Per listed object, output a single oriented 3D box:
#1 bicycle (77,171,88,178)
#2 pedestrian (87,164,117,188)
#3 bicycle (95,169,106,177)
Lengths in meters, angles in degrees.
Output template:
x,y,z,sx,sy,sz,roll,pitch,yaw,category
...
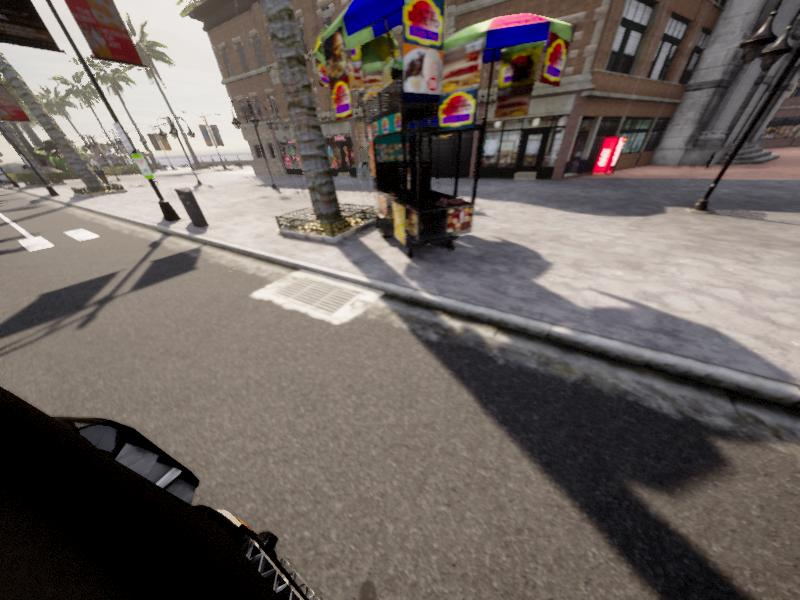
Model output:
x,y,z,sx,sy,sz,roll,pitch,yaw,category
-50.347,-19.928,36.625,1.643,1.024,0.373,15,38,25,bicycle
-26.943,-11.225,20.913,0.751,1.860,0.751,17,38,27,pedestrian
-49.362,-20.935,38.063,1.643,1.024,0.373,15,38,25,bicycle
